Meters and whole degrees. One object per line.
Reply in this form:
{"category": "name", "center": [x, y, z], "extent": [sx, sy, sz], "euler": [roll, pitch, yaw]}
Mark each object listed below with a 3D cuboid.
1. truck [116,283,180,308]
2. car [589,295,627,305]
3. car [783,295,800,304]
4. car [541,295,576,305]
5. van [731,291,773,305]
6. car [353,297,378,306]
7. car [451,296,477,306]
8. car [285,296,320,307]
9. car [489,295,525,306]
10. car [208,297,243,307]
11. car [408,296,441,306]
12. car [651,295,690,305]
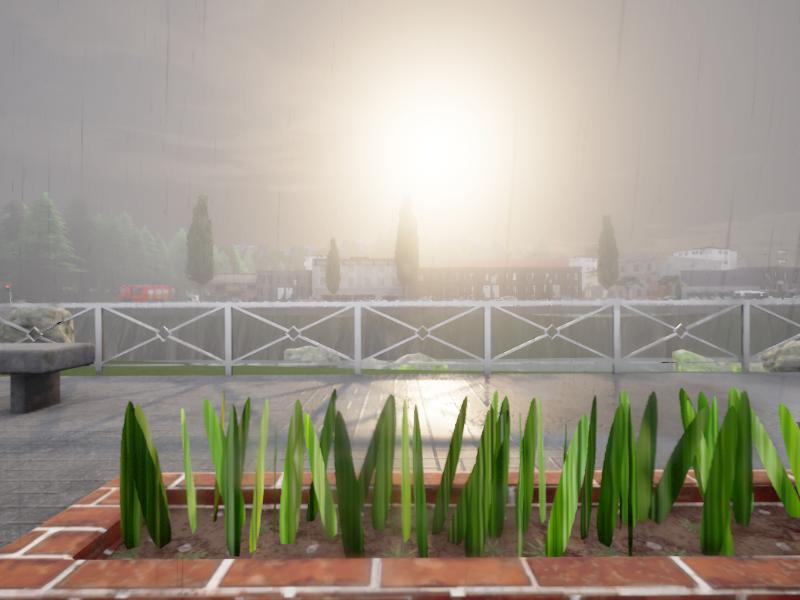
{"category": "truck", "center": [-40.410, -0.752, 64.340], "extent": [8.468, 3.827, 2.891], "euler": [0, 0, 0]}
{"category": "car", "center": [33.431, 0.000, 64.398], "extent": [4.974, 1.542, 2.038], "euler": [0, 0, 0]}
{"category": "car", "center": [65.082, -0.112, 64.432], "extent": [4.892, 1.490, 1.837], "euler": [0, 0, 0]}
{"category": "car", "center": [25.461, 0.012, 64.388], "extent": [4.856, 1.649, 2.033], "euler": [0, 0, 0]}
{"category": "van", "center": [53.092, -0.317, 60.419], "extent": [4.480, 2.038, 2.069], "euler": [0, 0, 0]}
{"category": "car", "center": [-5.473, 0.250, 64.348], "extent": [3.806, 1.475, 1.970], "euler": [0, 0, 0]}
{"category": "car", "center": [10.243, 0.172, 64.366], "extent": [3.806, 1.475, 1.970], "euler": [0, 0, 0]}
{"category": "car", "center": [-15.622, 0.228, 64.340], "extent": [5.027, 1.651, 2.152], "euler": [0, 0, 0]}
{"category": "car", "center": [17.118, 0.056, 64.377], "extent": [5.238, 1.638, 1.930], "euler": [0, 0, 0]}
{"category": "car", "center": [-28.021, 0.287, 64.328], "extent": [4.856, 1.649, 2.033], "euler": [0, 0, 0]}
{"category": "car", "center": [3.943, 0.121, 64.362], "extent": [5.238, 1.638, 1.930], "euler": [0, 0, 0]}
{"category": "car", "center": [43.537, -0.022, 64.408], "extent": [5.008, 1.535, 1.882], "euler": [0, 0, 0]}
